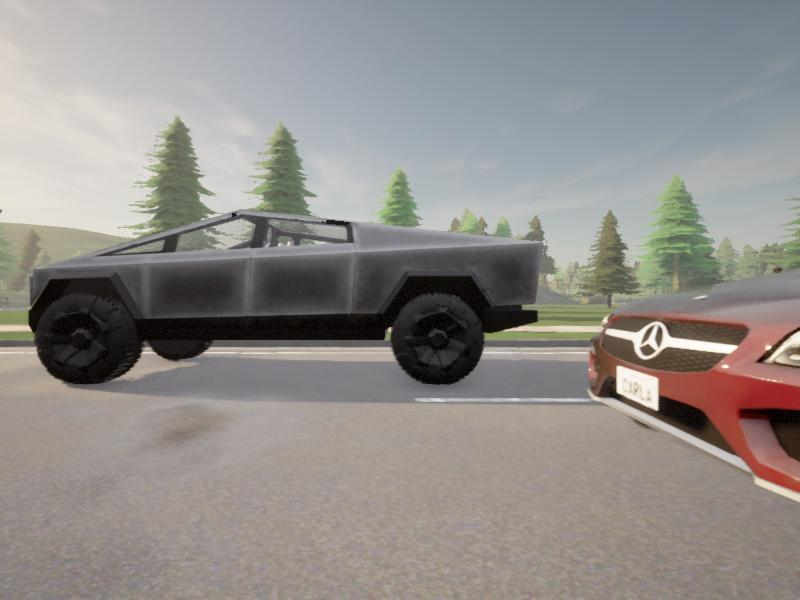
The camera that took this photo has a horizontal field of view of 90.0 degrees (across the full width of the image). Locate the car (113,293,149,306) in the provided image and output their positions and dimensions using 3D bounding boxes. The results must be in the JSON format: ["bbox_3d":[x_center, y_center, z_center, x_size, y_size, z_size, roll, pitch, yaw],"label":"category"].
[{"bbox_3d":[-44.359,-0.043,66.234,2.150,2.045,5.566,0,0,1],"label":"car"}]

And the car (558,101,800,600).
[{"bbox_3d":[3.805,0.181,2.198,5.027,1.651,2.152,0,0,0],"label":"car"}]

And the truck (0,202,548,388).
[{"bbox_3d":[-1.471,-0.058,5.699,6.274,2.098,2.390,0,0,0],"label":"truck"}]

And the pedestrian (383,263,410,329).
[{"bbox_3d":[-0.107,-0.116,11.607,0.751,1.860,0.751,0,0,-1],"label":"pedestrian"}]

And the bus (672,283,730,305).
[{"bbox_3d":[60.003,-1.123,80.136,3.944,4.253,10.273,0,0,1],"label":"bus"}]

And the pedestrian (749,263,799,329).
[{"bbox_3d":[10.840,-0.112,11.615,0.751,1.860,0.751,0,0,1],"label":"pedestrian"}]
